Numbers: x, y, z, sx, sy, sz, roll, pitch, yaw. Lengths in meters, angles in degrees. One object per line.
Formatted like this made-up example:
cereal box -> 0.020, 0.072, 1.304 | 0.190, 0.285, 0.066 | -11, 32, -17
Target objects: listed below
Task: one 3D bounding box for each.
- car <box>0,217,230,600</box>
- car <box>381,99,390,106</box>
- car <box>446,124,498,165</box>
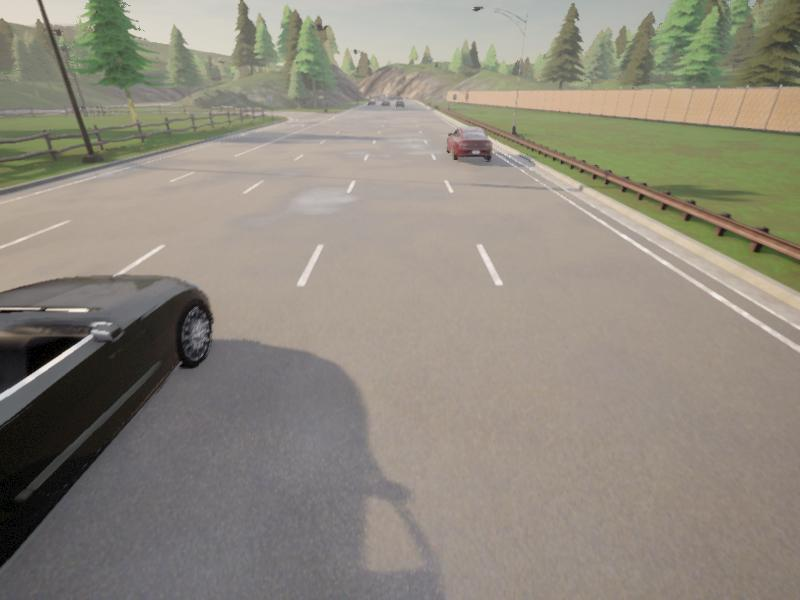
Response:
car -> -3.502, 0.871, 3.111 | 2.152, 1.651, 5.027 | 0, 28, 0
car -> -3.507, -48.961, 99.226 | 1.994, 1.385, 4.181 | 0, 27, 0
car -> 3.500, -8.016, 20.375 | 1.812, 1.442, 4.674 | 0, 27, 0
